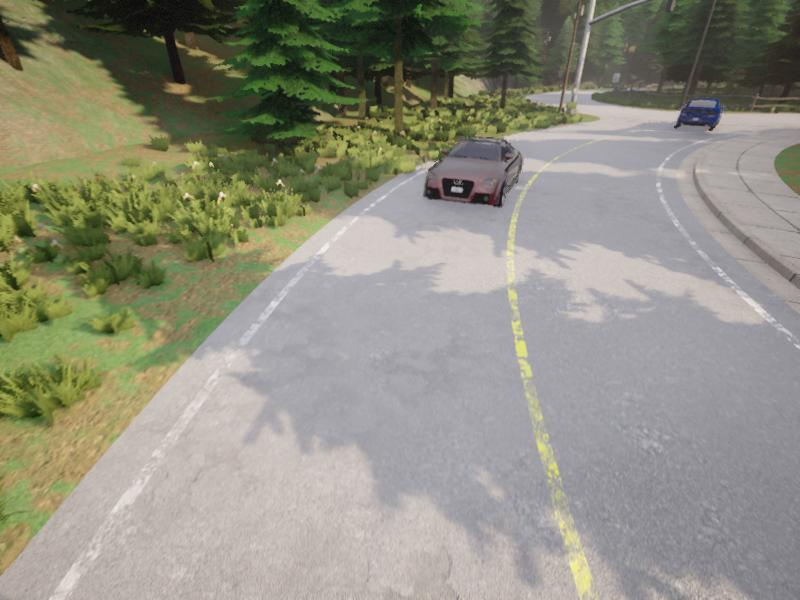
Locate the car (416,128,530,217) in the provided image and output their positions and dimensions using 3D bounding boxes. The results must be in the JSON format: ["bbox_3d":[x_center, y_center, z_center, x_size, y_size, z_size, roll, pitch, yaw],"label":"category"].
[{"bbox_3d":[2.155,-3.699,11.032,1.994,1.385,4.181,13,32,20],"label":"car"}]

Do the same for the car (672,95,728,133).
[{"bbox_3d":[17.640,-10.984,23.423,1.882,1.535,5.008,21,36,32],"label":"car"}]
